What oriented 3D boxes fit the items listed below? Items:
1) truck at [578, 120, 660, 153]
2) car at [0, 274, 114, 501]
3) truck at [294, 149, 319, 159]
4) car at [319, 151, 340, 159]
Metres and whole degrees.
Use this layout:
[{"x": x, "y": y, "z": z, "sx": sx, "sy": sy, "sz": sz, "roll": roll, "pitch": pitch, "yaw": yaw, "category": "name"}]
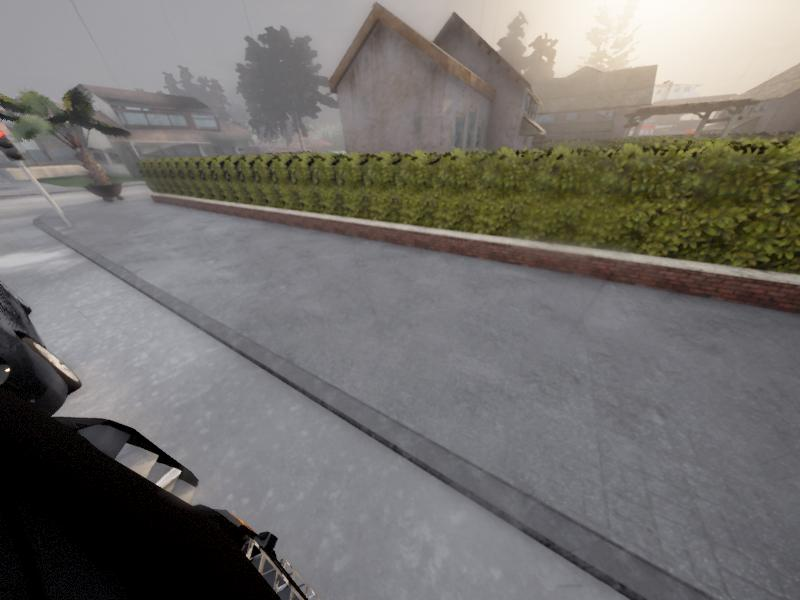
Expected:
[{"x": 34.312, "y": -25.921, "z": 36.894, "sx": 8.468, "sy": 3.827, "sz": 2.891, "roll": 16, "pitch": 38, "yaw": 26, "category": "truck"}, {"x": -5.401, "y": 0.420, "z": 2.199, "sx": 5.008, "sy": 1.535, "sz": 1.882, "roll": 16, "pitch": 38, "yaw": 26, "category": "car"}, {"x": -25.762, "y": -40.158, "z": 63.586, "sx": 6.274, "sy": 2.098, "sz": 2.390, "roll": 16, "pitch": 38, "yaw": 26, "category": "truck"}, {"x": -18.361, "y": -37.768, "z": 60.048, "sx": 4.611, "sy": 1.667, "sz": 2.242, "roll": 16, "pitch": 38, "yaw": 26, "category": "car"}]
